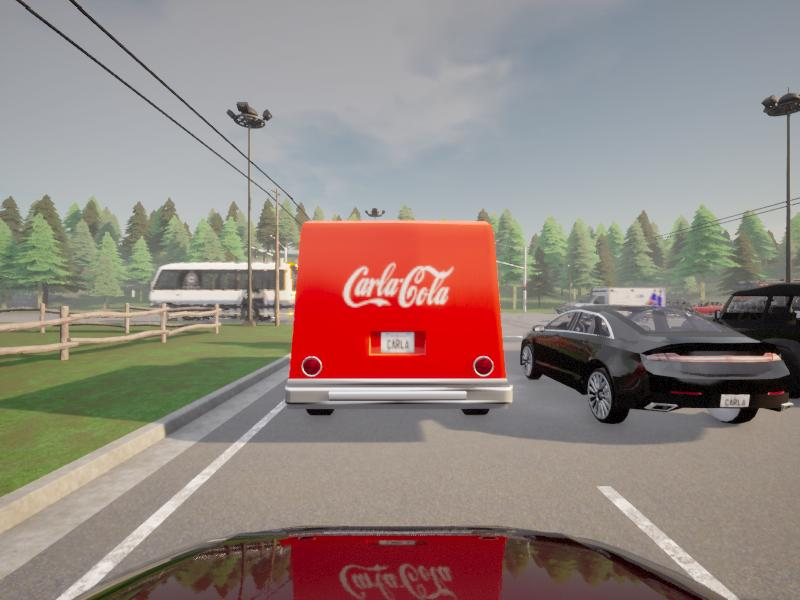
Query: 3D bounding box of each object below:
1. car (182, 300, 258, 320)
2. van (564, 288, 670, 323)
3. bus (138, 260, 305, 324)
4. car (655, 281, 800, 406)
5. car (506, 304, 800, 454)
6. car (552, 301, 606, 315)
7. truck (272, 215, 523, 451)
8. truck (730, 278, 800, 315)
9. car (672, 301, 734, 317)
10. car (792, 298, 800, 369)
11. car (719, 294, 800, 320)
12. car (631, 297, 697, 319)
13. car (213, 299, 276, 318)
[{"bbox_3d":[-14.433,0.801,32.296,5.366,1.575,1.801,0,0,0],"label":"car"},{"bbox_3d":[15.463,0.378,28.762,6.366,2.431,2.351,0,0,0],"label":"van"},{"bbox_3d":[-12.387,-0.534,28.675,10.273,4.253,3.944,0,0,0],"label":"bus"},{"bbox_3d":[6.960,0.646,7.491,1.905,1.878,3.866,0,0,0],"label":"car"},{"bbox_3d":[3.464,0.836,6.582,2.128,1.511,4.902,0,0,0],"label":"car"},{"bbox_3d":[19.020,0.851,42.757,4.792,1.488,2.163,0,0,0],"label":"car"},{"bbox_3d":[-0.037,0.354,6.792,2.627,2.467,5.204,0,0,0],"label":"truck"},{"bbox_3d":[40.635,-0.321,42.736,8.468,3.827,2.891,0,0,0],"label":"truck"},{"bbox_3d":[29.665,0.828,39.244,4.514,1.525,2.007,0,0,0],"label":"car"},{"bbox_3d":[10.472,0.781,7.069,2.152,1.651,5.027,0,0,0],"label":"car"},{"bbox_3d":[29.321,0.569,32.241,5.566,2.045,2.150,0,0,0],"label":"car"},{"bbox_3d":[23.548,0.656,35.751,4.605,1.855,1.932,1,0,0],"label":"car"},{"bbox_3d":[-13.863,0.777,35.798,4.856,1.649,2.033,0,0,0],"label":"car"}]
